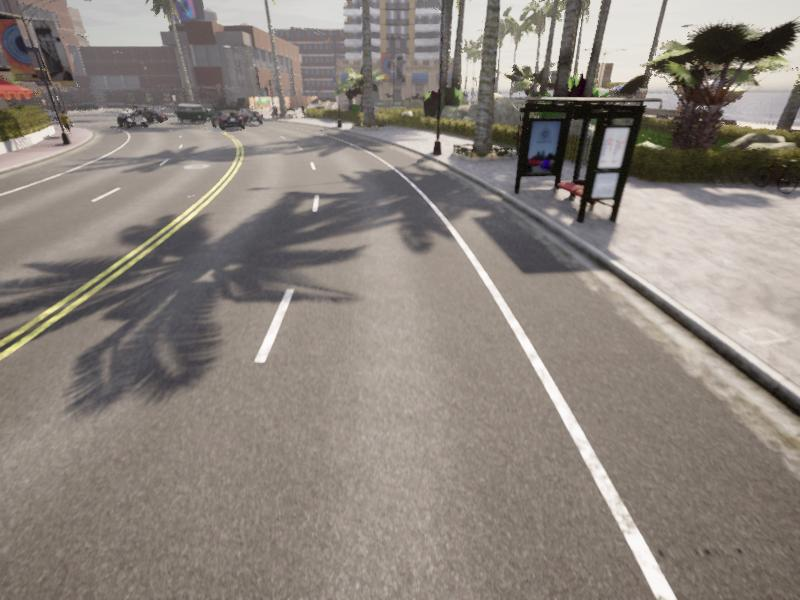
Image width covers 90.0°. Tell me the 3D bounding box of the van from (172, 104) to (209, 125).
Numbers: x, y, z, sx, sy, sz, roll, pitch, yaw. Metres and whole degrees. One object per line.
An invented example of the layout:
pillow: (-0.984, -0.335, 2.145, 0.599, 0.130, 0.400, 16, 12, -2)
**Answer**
van: (-23.906, -21.238, 45.638, 4.442, 1.987, 1.775, 23, 35, 36)

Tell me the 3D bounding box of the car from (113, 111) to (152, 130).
car: (-26.444, -17.785, 39.520, 3.806, 1.475, 1.970, 24, 36, 38)

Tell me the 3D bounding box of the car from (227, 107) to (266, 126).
car: (-16.913, -20.163, 43.913, 2.152, 1.651, 5.027, -21, 33, -35)

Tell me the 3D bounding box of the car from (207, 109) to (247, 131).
car: (-16.662, -17.402, 38.517, 2.242, 1.667, 4.611, -18, 32, -30)

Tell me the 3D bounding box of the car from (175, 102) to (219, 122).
car: (-25.905, -24.036, 50.998, 5.566, 2.045, 2.150, 18, 32, 30)

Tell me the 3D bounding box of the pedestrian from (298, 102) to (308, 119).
pedestrian: (-12.390, -24.277, 51.211, 0.751, 1.860, 0.751, 24, 36, 39)

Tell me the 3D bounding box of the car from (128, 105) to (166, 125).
car: (-28.705, -21.017, 45.339, 3.866, 1.878, 1.905, 19, 33, 32)

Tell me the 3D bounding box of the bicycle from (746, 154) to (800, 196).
bicycle: (12.263, -4.077, 12.984, 0.373, 1.024, 1.643, 0, 27, 0)

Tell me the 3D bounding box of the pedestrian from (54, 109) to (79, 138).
pedestrian: (-24.558, -13.026, 29.500, 0.751, 1.860, 0.751, -12, 30, -22)

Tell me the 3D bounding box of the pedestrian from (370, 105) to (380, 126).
pedestrian: (-2.472, -18.162, 39.327, 0.751, 1.860, 0.751, -12, 30, -22)

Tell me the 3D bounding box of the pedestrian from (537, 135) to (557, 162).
pedestrian: (6.854, -7.093, 18.687, 0.500, 1.100, 0.500, -7, 28, -14)

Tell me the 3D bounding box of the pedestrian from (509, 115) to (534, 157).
pedestrian: (5.986, -8.098, 19.809, 0.751, 1.860, 0.751, -3, 27, -6)
